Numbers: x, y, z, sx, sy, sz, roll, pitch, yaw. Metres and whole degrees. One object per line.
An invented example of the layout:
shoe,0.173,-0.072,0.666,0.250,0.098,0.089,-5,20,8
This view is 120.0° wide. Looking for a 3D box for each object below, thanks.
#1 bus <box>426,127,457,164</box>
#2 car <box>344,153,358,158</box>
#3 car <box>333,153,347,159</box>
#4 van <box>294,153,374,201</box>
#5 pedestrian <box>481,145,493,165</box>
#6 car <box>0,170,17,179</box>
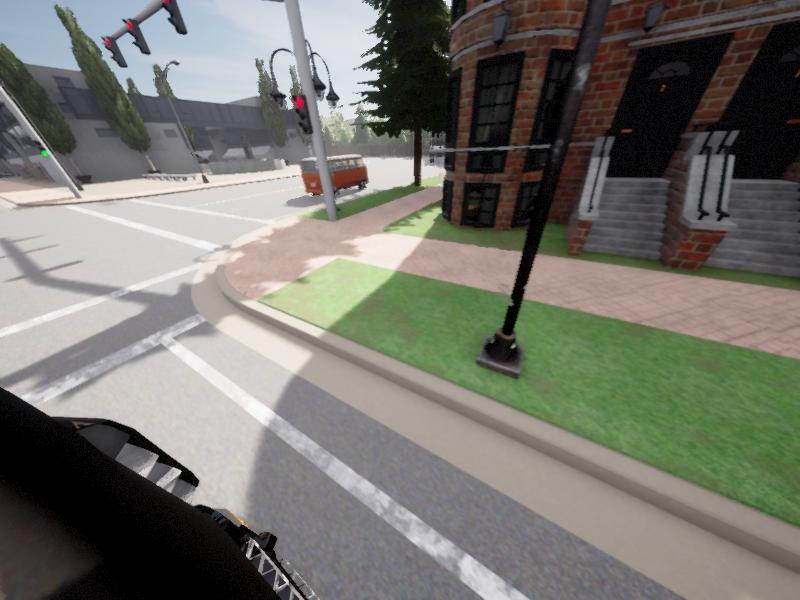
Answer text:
bus,6.356,-25.005,37.607,3.944,4.253,10.273,1,33,5
car,-16.319,-47.749,76.411,4.181,1.385,1.994,17,38,27
car,-19.273,-46.443,74.563,4.193,1.474,1.816,17,38,27
van,-3.628,-7.470,13.801,1.775,1.987,4.442,15,37,25
pedestrian,9.686,-16.083,25.689,0.751,1.860,0.751,18,38,28
car,-87.847,-27.361,50.608,1.845,1.501,3.633,16,38,26
